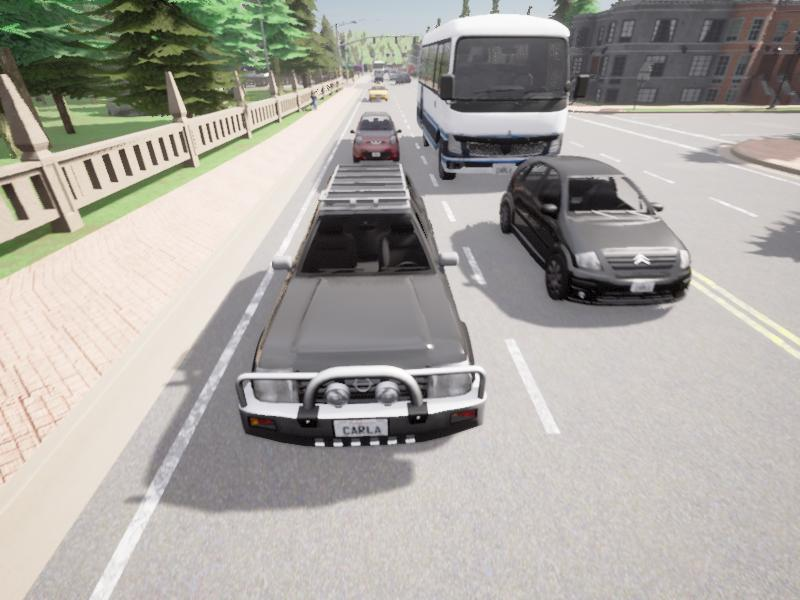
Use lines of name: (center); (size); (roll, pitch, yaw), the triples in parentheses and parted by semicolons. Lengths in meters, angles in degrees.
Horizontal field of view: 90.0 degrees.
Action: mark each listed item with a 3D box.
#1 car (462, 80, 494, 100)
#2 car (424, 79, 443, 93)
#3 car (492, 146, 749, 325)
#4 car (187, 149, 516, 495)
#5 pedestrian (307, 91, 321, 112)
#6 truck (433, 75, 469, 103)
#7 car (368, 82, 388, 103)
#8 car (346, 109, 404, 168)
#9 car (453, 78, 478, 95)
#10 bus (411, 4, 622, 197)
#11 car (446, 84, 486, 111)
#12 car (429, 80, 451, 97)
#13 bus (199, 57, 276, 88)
car: (8.206, -22.426, 42.544); (2.152, 1.651, 5.027); (-1, 30, -2)
car: (4.260, -27.398, 51.196); (1.816, 1.474, 4.193); (-2, 30, -2)
car: (3.037, -1.387, 6.733); (1.851, 1.617, 3.988); (-1, 30, -2)
car: (-0.369, -0.403, 4.811); (1.932, 1.855, 4.605); (-1, 31, -2)
pedestrian: (-6.107, -14.197, 28.595); (0.751, 1.300, 0.751); (-2, 30, -3)
truck: (4.864, -20.770, 39.277); (2.390, 2.098, 6.274); (-1, 30, -2)
car: (-2.105, -20.174, 38.826); (1.801, 1.575, 5.366); (-1, 30, -2)
car: (-0.880, -6.074, 14.828); (1.845, 1.501, 3.633); (-1, 30, -2)
car: (7.891, -26.022, 48.673); (2.033, 1.649, 4.856); (-1, 31, -2)
bus: (2.733, -7.349, 14.271); (3.944, 4.253, 10.273); (-1, 31, -2)
car: (5.221, -16.501, 32.467); (2.152, 1.651, 5.027); (-1, 30, -2)
car: (4.532, -24.289, 45.895); (1.816, 1.474, 4.193); (-1, 30, -2)
bus: (-26.122, -36.941, 64.944); (10.273, 4.253, 3.944); (-1, 30, -2)
